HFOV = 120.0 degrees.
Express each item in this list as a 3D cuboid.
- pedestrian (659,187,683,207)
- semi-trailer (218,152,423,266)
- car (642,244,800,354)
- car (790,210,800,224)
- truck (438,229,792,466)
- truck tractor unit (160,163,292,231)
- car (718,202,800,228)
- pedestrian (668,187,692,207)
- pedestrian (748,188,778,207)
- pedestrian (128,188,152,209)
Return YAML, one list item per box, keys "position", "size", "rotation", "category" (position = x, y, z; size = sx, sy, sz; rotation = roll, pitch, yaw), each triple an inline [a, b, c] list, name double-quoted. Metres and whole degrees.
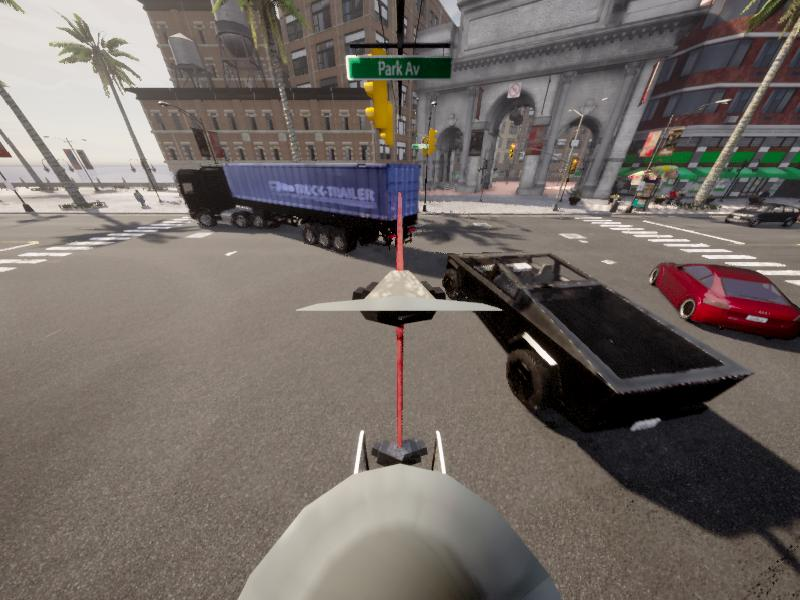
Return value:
- position: [29.701, -11.272, 25.316]
  size: [0.751, 1.860, 0.751]
  rotation: [-4, 30, -7]
  category: "pedestrian"
- position: [-5.592, -6.023, 13.997]
  size: [14.254, 4.402, 2.717]
  rotation: [19, 34, 30]
  category: "semi-trailer"
- position: [10.031, -0.422, 7.368]
  size: [1.994, 1.385, 4.181]
  rotation: [15, 33, 25]
  category: "car"
- position: [34.464, -6.633, 17.701]
  size: [4.553, 1.767, 2.097]
  rotation: [0, 30, 1]
  category: "car"
- position: [3.148, 0.014, 5.883]
  size: [2.390, 2.098, 6.274]
  rotation: [-4, 30, -8]
  category: "truck"
- position: [-12.417, -7.777, 17.244]
  size: [6.516, 4.208, 3.053]
  rotation: [4, 30, 7]
  category: "truck tractor unit"
- position: [28.046, -6.582, 17.853]
  size: [3.705, 1.549, 1.789]
  rotation: [0, 30, 0]
  category: "car"
- position: [30.684, -11.302, 25.368]
  size: [0.751, 1.860, 0.751]
  rotation: [0, 30, 0]
  category: "pedestrian"
- position: [39.159, -11.063, 24.955]
  size: [0.751, 1.860, 0.751]
  rotation: [2, 30, 3]
  category: "pedestrian"
- position: [-27.120, -10.569, 24.099]
  size: [0.751, 1.860, 0.751]
  rotation: [8, 31, 13]
  category: "pedestrian"
